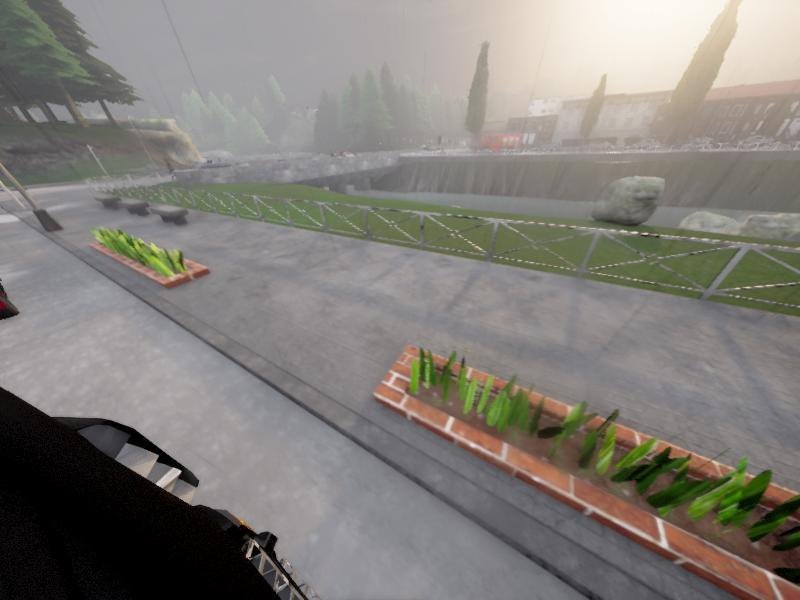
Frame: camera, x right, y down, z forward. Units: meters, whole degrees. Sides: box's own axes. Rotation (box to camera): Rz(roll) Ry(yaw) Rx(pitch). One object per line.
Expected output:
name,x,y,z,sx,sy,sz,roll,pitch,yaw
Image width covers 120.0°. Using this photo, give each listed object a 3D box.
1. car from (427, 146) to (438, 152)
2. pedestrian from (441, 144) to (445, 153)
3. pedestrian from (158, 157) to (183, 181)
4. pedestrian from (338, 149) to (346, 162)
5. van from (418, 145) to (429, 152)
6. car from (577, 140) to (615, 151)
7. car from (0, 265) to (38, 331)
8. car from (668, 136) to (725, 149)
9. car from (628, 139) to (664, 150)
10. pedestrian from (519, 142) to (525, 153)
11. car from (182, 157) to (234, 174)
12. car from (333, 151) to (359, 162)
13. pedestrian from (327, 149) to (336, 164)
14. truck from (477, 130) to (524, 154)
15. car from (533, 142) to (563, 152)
car,11.728,-54.694,83.526,2.007,1.525,4.514,16,38,26
pedestrian,11.706,-41.193,62.749,0.751,1.860,0.751,23,41,33
pedestrian,-21.073,-12.046,21.248,0.751,1.860,0.751,16,38,26
pedestrian,-9.635,-24.093,38.548,0.751,1.860,0.751,20,40,30
van,7.902,-51.153,77.951,2.069,2.038,4.480,16,38,26
car,37.129,-29.344,43.929,5.027,1.651,2.152,16,38,26
car,-7.953,-0.331,3.477,3.633,1.501,1.845,16,38,26
car,48.682,-25.971,38.155,5.238,1.638,1.930,16,38,26
car,43.315,-27.471,40.877,3.806,1.475,1.970,16,38,25
pedestrian,24.909,-31.197,47.198,0.751,1.860,0.751,11,36,18
car,-25.391,-17.985,30.805,2.242,1.667,4.611,16,38,26
car,-10.483,-28.260,45.353,2.038,1.542,4.974,16,38,26
pedestrian,-10.672,-22.402,36.087,0.751,1.860,0.751,16,38,26
truck,21.971,-34.686,50.869,8.468,3.827,2.891,16,38,26
car,30.223,-31.369,47.379,4.856,1.649,2.033,16,38,26
